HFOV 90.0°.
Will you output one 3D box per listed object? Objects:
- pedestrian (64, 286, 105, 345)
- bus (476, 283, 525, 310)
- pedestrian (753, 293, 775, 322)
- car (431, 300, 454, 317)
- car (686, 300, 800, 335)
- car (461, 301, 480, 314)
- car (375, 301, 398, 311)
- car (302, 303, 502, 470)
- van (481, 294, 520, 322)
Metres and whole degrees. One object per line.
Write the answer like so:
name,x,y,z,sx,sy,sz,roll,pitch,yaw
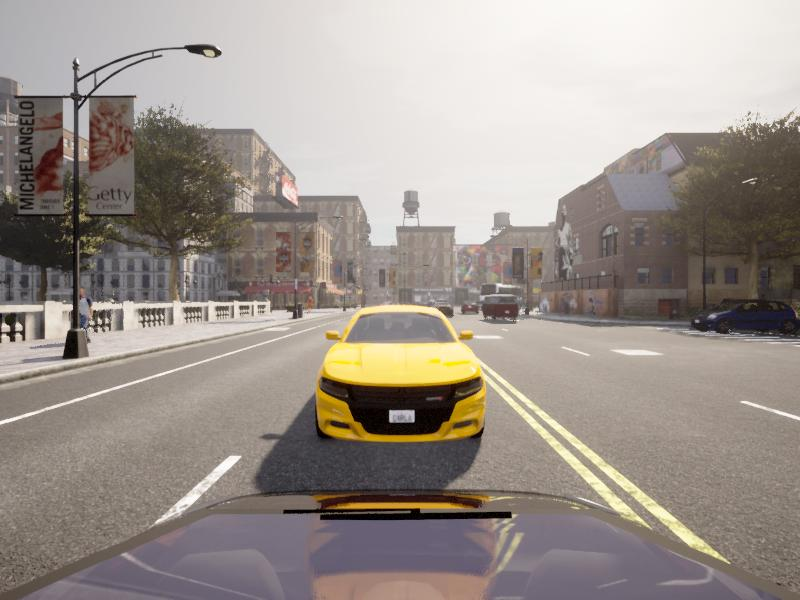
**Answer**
pedestrian,-10.105,0.485,12.836,0.751,1.860,0.751,0,0,0
bus,17.282,-0.538,67.911,3.944,4.253,10.273,0,0,40
pedestrian,23.919,0.485,26.288,0.751,1.860,0.751,0,0,-9
car,4.182,0.828,40.005,2.038,1.542,4.974,0,0,2
car,16.382,0.788,19.130,3.988,1.617,1.851,0,0,7
car,8.726,0.851,49.354,2.163,1.488,4.792,0,0,11
car,-1.999,0.864,61.206,2.002,1.452,4.674,0,0,20
car,-0.014,0.823,6.265,1.882,1.535,5.008,0,0,-1
van,7.656,0.597,31.007,1.775,1.987,4.442,0,0,-2
